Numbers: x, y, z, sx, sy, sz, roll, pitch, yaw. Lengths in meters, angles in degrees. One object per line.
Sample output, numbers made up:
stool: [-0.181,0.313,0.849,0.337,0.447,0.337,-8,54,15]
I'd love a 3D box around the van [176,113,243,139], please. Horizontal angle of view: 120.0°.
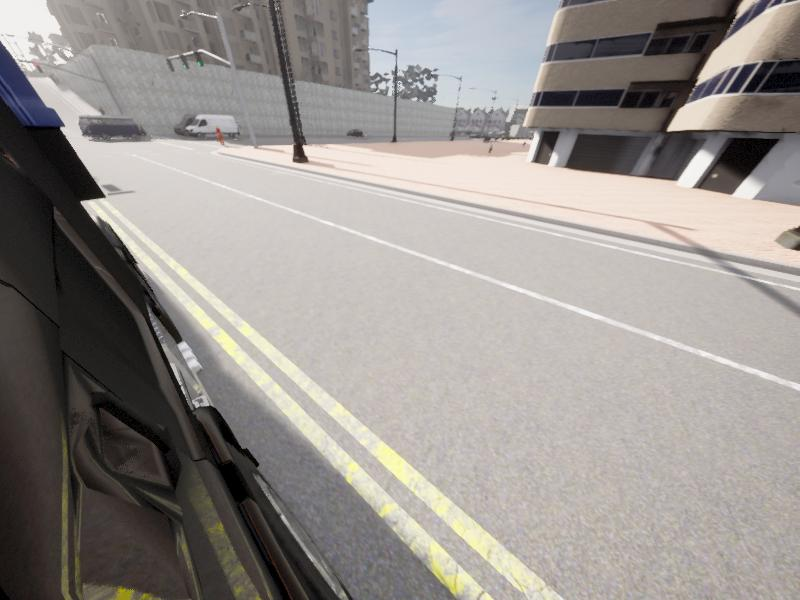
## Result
van: [-24.819,-22.828,30.485,1.988,2.561,5.915,26,43,28]

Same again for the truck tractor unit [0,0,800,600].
truck tractor unit: [-2.645,-0.295,0.351,6.516,4.208,3.053,28,44,30]

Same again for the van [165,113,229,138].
van: [-27.769,-24.059,31.945,1.988,2.561,5.915,26,43,28]

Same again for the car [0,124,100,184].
car: [-15.379,-6.102,9.495,4.856,1.649,2.033,20,34,20]

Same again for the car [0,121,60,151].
car: [-26.075,-11.290,15.836,1.845,1.501,3.633,-21,43,-28]

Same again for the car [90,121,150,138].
car: [-33.170,-20.369,27.572,4.193,1.474,1.816,-24,44,-31]

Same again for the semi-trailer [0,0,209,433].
semi-trailer: [-9.177,-3.225,3.694,14.254,4.402,2.717,22,41,24]

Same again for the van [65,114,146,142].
van: [-29.375,-17.343,23.337,1.775,1.987,4.442,10,37,10]

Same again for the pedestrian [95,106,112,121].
pedestrian: [-47.622,-29.954,37.105,0.751,1.860,0.751,25,42,27]

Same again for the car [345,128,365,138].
car: [-9.241,-34.378,47.702,1.789,1.549,3.705,26,42,28]

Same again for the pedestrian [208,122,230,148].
pedestrian: [-16.507,-15.047,21.131,0.751,1.860,0.751,23,41,25]

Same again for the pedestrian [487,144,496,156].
pedestrian: [10.335,-17.008,26.123,0.500,1.100,0.500,-5,37,-10]
